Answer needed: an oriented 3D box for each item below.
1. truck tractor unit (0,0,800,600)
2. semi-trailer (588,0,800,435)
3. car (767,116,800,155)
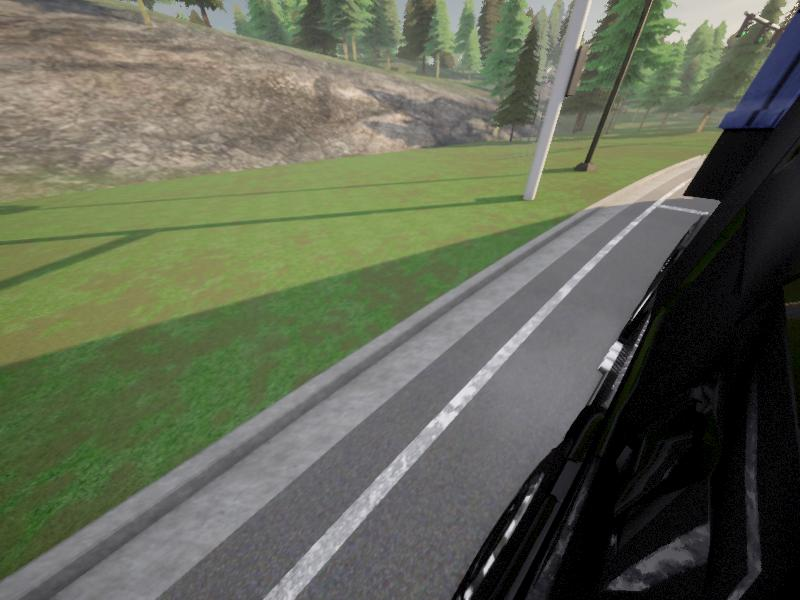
[{"bbox_3d":[2.645,-0.295,0.352,6.516,4.208,3.053,-28,44,-30],"label":"truck tractor unit"},{"bbox_3d":[9.421,-2.977,3.347,14.254,4.402,2.717,-19,39,-20],"label":"semi-trailer"},{"bbox_3d":[25.369,-10.181,14.119,4.605,1.855,1.932,-22,41,-23],"label":"car"}]
